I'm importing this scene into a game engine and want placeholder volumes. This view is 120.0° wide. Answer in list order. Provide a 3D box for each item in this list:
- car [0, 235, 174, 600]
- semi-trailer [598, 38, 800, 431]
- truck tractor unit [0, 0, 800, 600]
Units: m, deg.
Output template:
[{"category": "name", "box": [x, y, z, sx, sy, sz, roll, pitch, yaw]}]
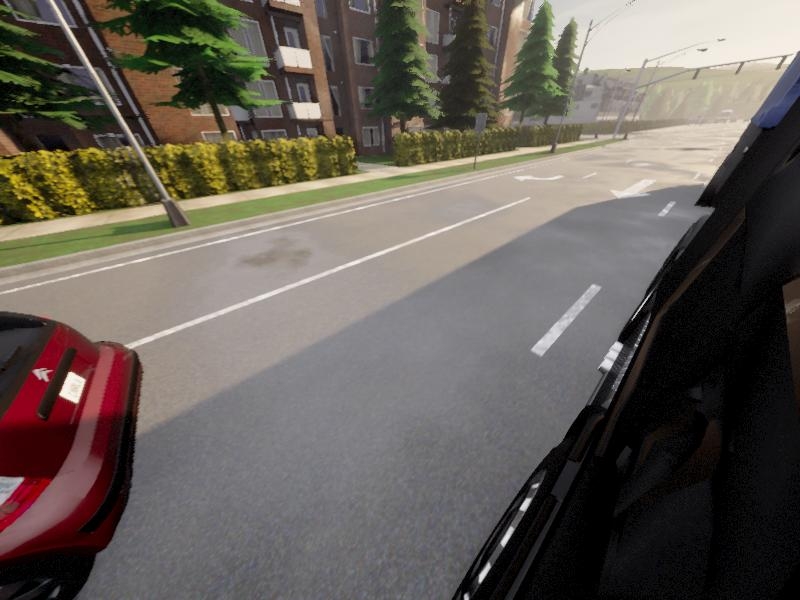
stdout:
[{"category": "car", "box": [-3.639, 1.367, 0.633, 3.988, 1.617, 1.851, -27, 43, -30]}, {"category": "semi-trailer", "box": [8.697, -3.576, 4.272, 14.254, 4.402, 2.717, -28, 43, -30]}, {"category": "truck tractor unit", "box": [2.645, -0.295, 0.351, 6.516, 4.208, 3.053, -28, 44, -30]}]
